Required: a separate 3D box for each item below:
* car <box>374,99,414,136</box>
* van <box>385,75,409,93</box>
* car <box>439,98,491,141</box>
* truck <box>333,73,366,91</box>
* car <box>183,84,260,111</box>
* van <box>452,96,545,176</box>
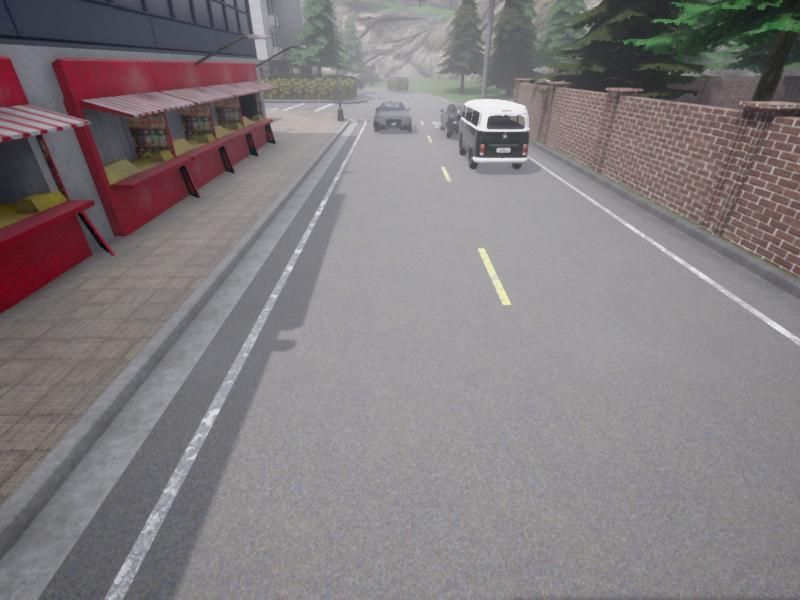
[{"bbox_3d":[-0.381,-10.044,21.867,1.994,1.385,4.181,-1,30,-2],"label":"car"},{"bbox_3d":[-0.419,-29.709,54.933,1.775,1.987,4.442,-12,32,-19],"label":"van"},{"bbox_3d":[3.171,-9.330,20.519,1.837,1.490,4.892,0,30,0],"label":"car"},{"bbox_3d":[-7.681,-33.067,60.570,2.390,2.098,6.274,-17,34,-27],"label":"truck"},{"bbox_3d":[-13.442,-15.412,30.408,4.611,1.667,2.242,-1,30,-2],"label":"car"},{"bbox_3d":[3.231,-6.018,14.304,2.069,2.038,4.480,0,30,0],"label":"van"}]
